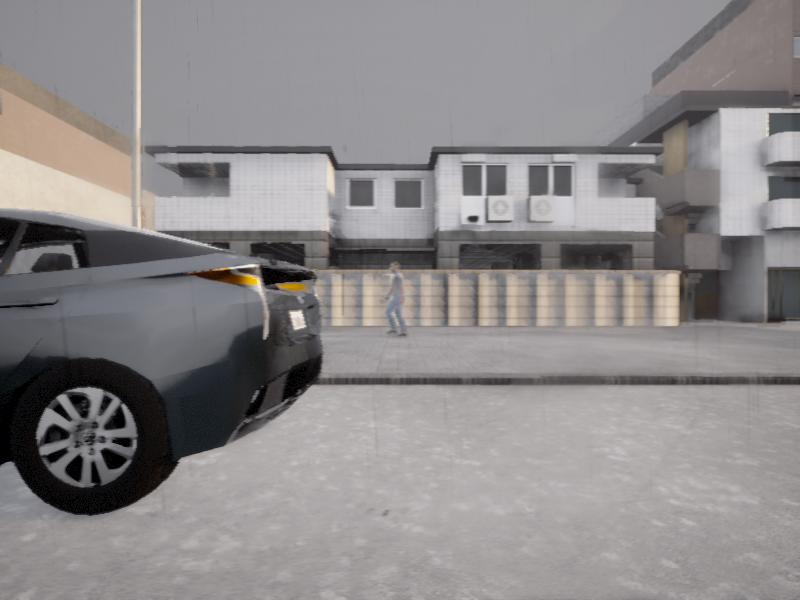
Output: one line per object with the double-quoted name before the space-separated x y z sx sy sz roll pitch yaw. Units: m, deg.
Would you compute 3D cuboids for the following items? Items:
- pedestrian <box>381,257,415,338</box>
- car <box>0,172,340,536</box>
"pedestrian" -0.063 -0.054 9.646 0.751 1.860 0.751 0 0 -7
"car" -2.811 0.224 2.677 4.514 1.525 2.007 0 0 0
